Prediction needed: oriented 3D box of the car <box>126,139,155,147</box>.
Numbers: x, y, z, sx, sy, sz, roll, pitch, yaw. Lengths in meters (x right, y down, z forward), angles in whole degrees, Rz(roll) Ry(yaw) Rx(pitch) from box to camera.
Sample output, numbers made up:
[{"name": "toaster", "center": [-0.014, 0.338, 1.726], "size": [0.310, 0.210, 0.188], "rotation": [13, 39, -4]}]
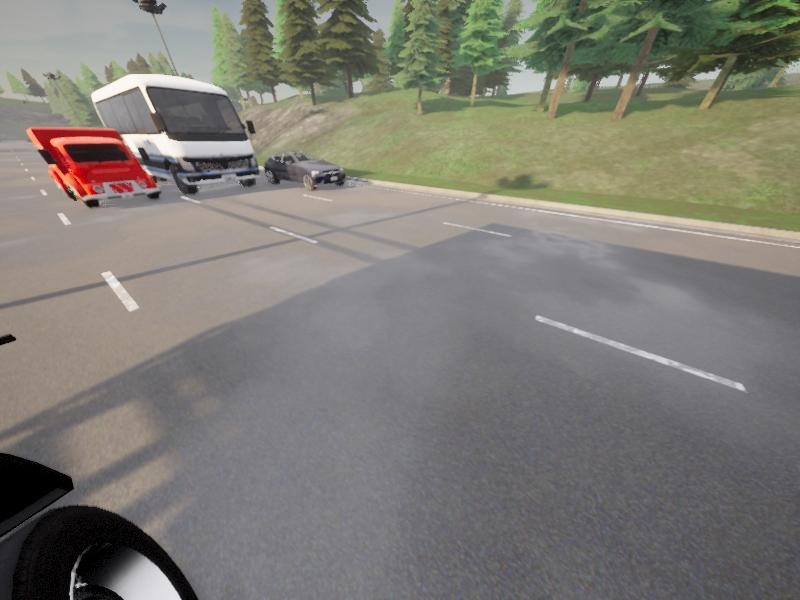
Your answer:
[{"name": "car", "center": [-63.338, -38.462, 56.551], "size": [2.128, 1.511, 4.902], "rotation": [-6, 36, -8]}]

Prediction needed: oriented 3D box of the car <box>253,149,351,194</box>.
[{"name": "car", "center": [-5.351, -7.170, 12.607], "size": [5.027, 1.651, 2.152], "rotation": [22, 41, 28]}]

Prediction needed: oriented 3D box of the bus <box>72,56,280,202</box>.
[{"name": "bus", "center": [-11.702, -8.483, 12.129], "size": [10.273, 4.253, 3.944], "rotation": [22, 41, 28]}]

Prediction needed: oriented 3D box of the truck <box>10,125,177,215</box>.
[{"name": "truck", "center": [-12.213, -5.405, 9.306], "size": [5.204, 2.467, 2.627], "rotation": [22, 41, 28]}]
